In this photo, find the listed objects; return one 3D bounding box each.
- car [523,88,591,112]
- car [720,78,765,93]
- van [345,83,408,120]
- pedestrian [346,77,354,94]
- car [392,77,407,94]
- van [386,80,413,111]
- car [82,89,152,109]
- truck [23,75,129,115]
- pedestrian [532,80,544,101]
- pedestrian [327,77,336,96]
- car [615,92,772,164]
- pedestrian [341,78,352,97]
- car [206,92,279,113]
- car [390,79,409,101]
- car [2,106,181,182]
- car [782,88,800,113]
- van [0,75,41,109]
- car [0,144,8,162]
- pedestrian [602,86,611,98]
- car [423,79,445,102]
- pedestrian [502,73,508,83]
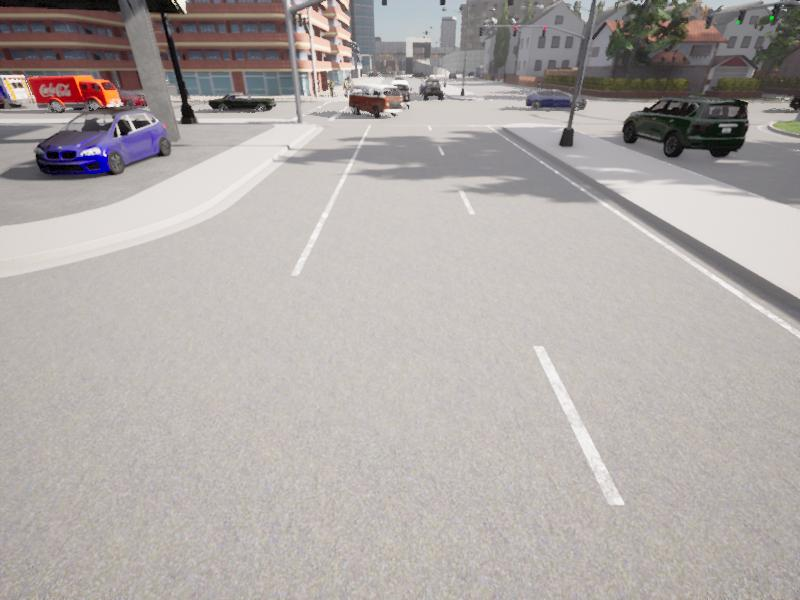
[{"bbox_3d":[12.545,-16.120,32.231,4.792,1.488,2.163,9,32,15],"label":"car"},{"bbox_3d":[41.341,-25.946,48.429,1.970,1.475,3.806,0,30,0],"label":"car"},{"bbox_3d":[-1.702,-13.886,27.839,2.069,2.038,4.480,-21,36,-35],"label":"van"},{"bbox_3d":[-6.025,-25.827,48.151,0.751,1.860,0.751,-5,31,-8],"label":"pedestrian"},{"bbox_3d":[-0.095,-28.525,53.109,1.932,1.855,4.605,0,31,0],"label":"car"},{"bbox_3d":[-0.060,-17.164,33.462,2.069,2.038,4.480,0,30,0],"label":"van"},{"bbox_3d":[-23.806,-16.983,33.809,4.181,1.385,1.994,0,30,-1],"label":"car"},{"bbox_3d":[-24.458,-15.676,30.498,5.204,2.467,2.627,-1,30,0],"label":"truck"},{"bbox_3d":[14.133,-21.481,41.006,0.751,1.860,0.751,2,30,3],"label":"pedestrian"},{"bbox_3d":[-7.687,-23.930,44.883,0.751,1.860,0.751,-5,31,-8],"label":"pedestrian"},{"bbox_3d":[11.468,-7.227,16.413,2.150,2.045,5.566,0,30,0],"label":"car"},{"bbox_3d":[-5.845,-23.126,43.516,0.751,1.860,0.751,26,39,37],"label":"pedestrian"},{"bbox_3d":[-12.102,-15.288,30.978,4.718,1.301,1.895,0,30,-1],"label":"car"},{"bbox_3d":[-0.075,-22.548,42.854,1.932,1.855,4.605,0,31,0],"label":"car"},{"bbox_3d":[-9.739,-5.362,13.343,2.242,1.667,4.611,0,30,0],"label":"car"},{"bbox_3d":[33.354,-15.437,30.911,5.238,1.638,1.930,0,30,0],"label":"car"},{"bbox_3d":[-34.631,-17.345,33.373,6.366,2.431,2.351,-1,30,-1],"label":"van"},{"bbox_3d":[-15.483,-4.837,12.758,1.970,1.475,3.806,0,30,0],"label":"car"},{"bbox_3d":[21.949,-22.063,42.479,0.500,1.100,0.500,-26,39,-37],"label":"pedestrian"},{"bbox_3d":[3.427,-21.706,41.406,1.905,1.878,3.866,0,30,0],"label":"car"},{"bbox_3d":[21.189,-44.797,80.713,0.751,1.860,0.751,0,30,1],"label":"pedestrian"}]
